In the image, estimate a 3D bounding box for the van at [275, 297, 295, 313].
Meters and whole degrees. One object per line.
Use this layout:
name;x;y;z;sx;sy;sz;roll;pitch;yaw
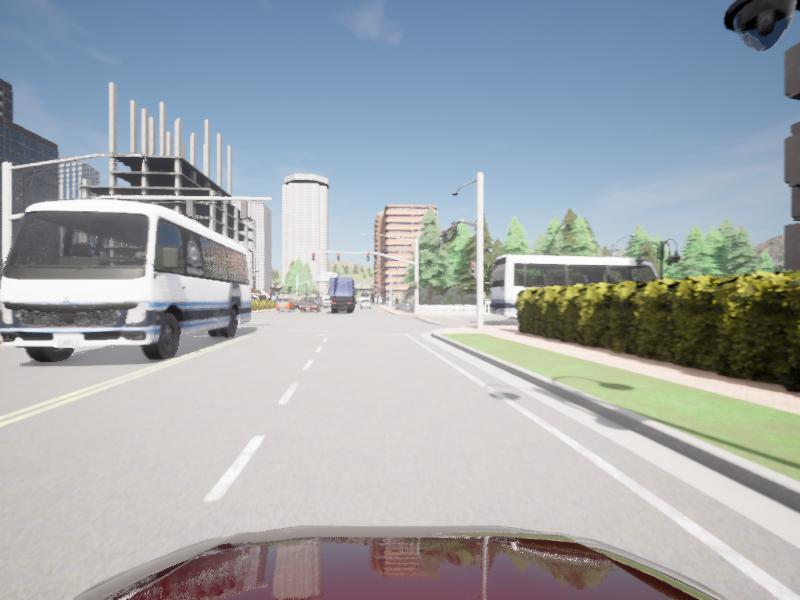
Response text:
van;-14.817;0.584;51.724;1.775;1.987;4.442;0;0;-5

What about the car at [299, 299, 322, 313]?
car;-11.139;0.764;49.929;2.152;1.651;5.027;0;0;-5

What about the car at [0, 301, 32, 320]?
car;-33.680;0.839;32.818;4.902;1.511;2.128;0;0;-4

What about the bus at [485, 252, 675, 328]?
bus;11.035;-0.559;25.349;10.273;4.253;3.944;1;0;-4

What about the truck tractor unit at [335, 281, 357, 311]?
truck tractor unit;-7.906;-0.548;59.298;3.053;4.208;6.516;0;1;-6

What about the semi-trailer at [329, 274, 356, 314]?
semi-trailer;-7.170;-0.636;51.423;2.717;4.402;14.254;0;0;-5

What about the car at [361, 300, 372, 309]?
car;-6.025;0.759;70.998;1.851;1.617;3.988;0;0;-5

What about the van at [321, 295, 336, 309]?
van;-13.573;0.350;76.645;2.351;2.431;6.366;0;0;-5

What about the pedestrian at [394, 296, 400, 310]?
pedestrian;-0.434;0.462;53.631;0.751;1.860;0.751;0;0;-5

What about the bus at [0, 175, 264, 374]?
bus;-7.873;-0.535;13.818;3.944;4.253;10.273;0;0;-7
